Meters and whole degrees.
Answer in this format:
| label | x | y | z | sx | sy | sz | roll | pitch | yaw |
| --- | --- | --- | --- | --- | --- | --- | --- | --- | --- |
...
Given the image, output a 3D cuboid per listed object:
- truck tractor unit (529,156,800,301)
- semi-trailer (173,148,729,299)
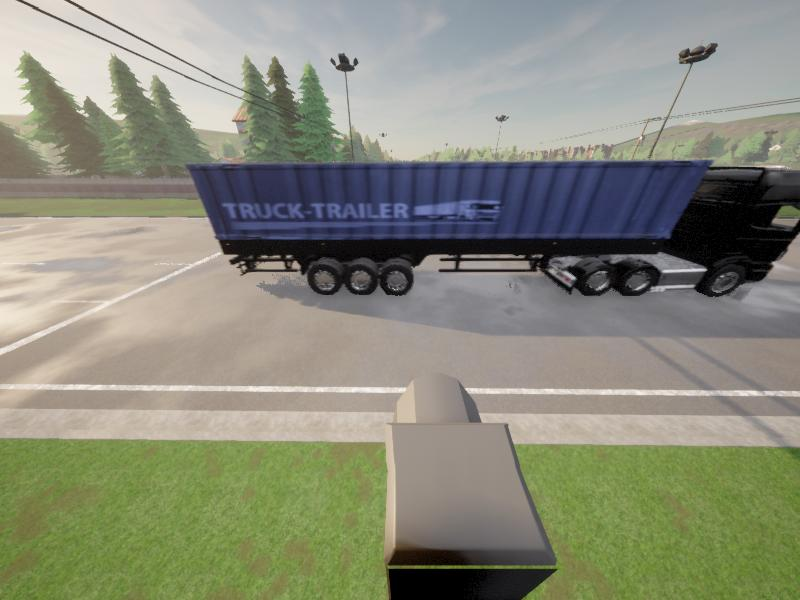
| label | x | y | z | sx | sy | sz | roll | pitch | yaw |
| --- | --- | --- | --- | --- | --- | --- | --- | --- | --- |
| truck tractor unit | 9.152 | -2.541 | 8.179 | 6.516 | 4.208 | 3.053 | 0 | 30 | 1 |
| semi-trailer | 1.239 | -2.669 | 8.210 | 14.254 | 4.402 | 2.717 | 0 | 30 | 1 |
